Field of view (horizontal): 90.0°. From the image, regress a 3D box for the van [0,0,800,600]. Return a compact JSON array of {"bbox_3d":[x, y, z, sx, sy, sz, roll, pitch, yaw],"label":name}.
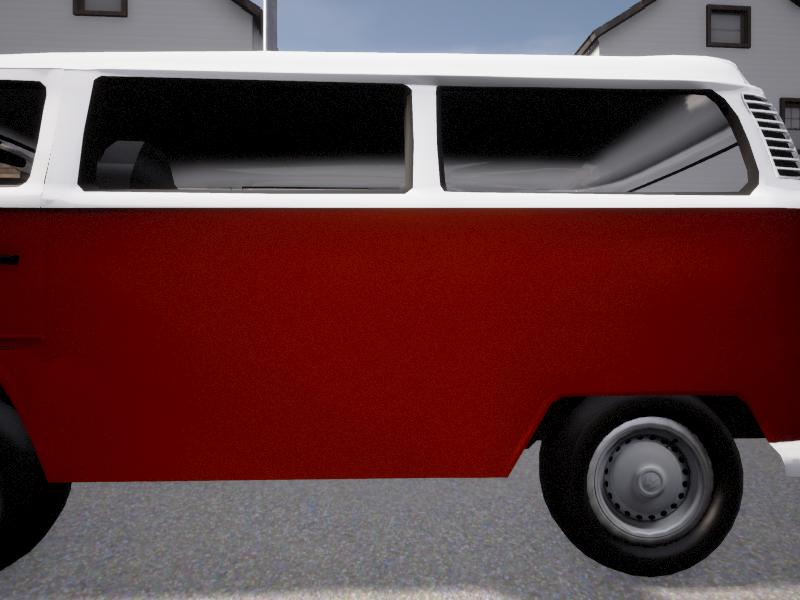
[{"bbox_3d":[-0.423,-0.028,2.192,4.480,2.038,2.069,0,0,-2],"label":"van"}]
